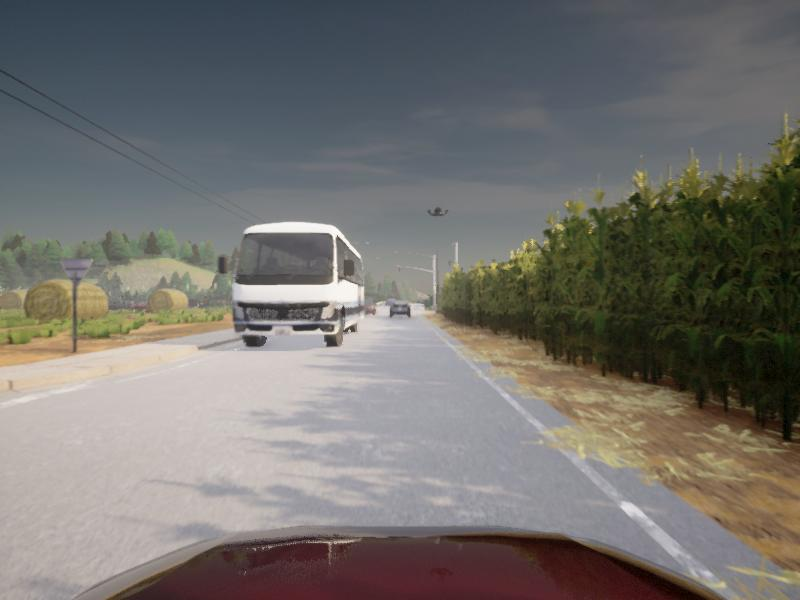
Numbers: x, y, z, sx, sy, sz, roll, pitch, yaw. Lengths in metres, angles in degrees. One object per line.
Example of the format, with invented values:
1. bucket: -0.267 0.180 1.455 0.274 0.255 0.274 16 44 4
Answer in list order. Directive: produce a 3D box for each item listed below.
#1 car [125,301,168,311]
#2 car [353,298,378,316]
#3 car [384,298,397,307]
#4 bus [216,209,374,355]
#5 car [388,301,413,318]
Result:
1. car: -35.318 0.817 55.815 4.792 1.488 2.163 0 0 3
2. car: -3.453 0.677 40.723 2.097 1.767 4.553 0 0 0
3. car: -1.621 0.443 72.394 1.812 1.442 4.674 0 3 6
4. bus: -3.381 -0.540 16.766 3.944 4.253 10.273 0 0 0
5. car: 0.028 0.833 37.229 2.163 1.488 4.792 0 0 0
